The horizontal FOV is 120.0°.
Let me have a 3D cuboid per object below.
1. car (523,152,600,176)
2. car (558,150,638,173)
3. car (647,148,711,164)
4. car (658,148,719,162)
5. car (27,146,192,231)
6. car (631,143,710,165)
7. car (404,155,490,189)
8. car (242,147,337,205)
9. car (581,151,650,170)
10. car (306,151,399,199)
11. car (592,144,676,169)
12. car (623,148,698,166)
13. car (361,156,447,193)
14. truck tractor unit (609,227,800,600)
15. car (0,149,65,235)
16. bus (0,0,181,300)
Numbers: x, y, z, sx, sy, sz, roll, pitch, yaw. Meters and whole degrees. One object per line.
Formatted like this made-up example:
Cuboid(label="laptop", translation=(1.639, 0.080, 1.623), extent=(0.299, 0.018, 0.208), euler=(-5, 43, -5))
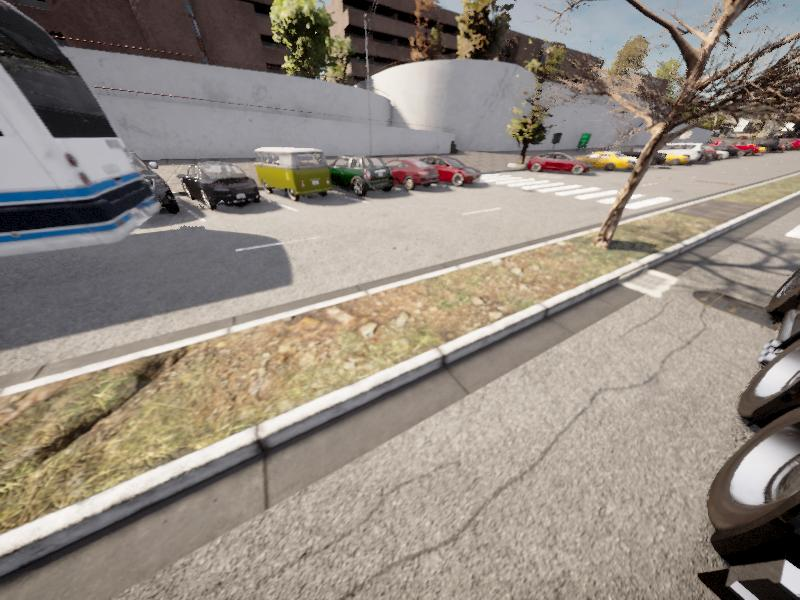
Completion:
Cuboid(label="car", translation=(13.304, -11.425, 19.278), extent=(4.792, 1.488, 2.163), euler=(26, 42, 33))
Cuboid(label="car", translation=(18.412, -13.147, 21.741), extent=(5.366, 1.575, 1.946), euler=(26, 43, 33))
Cuboid(label="car", translation=(34.355, -18.004, 28.735), extent=(4.792, 1.488, 2.163), euler=(26, 43, 33))
Cuboid(label="car", translation=(37.023, -18.825, 29.902), extent=(4.674, 1.452, 2.002), euler=(26, 42, 33))
Cuboid(label="car", translation=(-10.356, -4.396, 8.477), extent=(5.566, 2.045, 2.435), euler=(26, 42, 33))
Cuboid(label="car", translation=(31.719, -17.403, 27.408), extent=(5.566, 2.045, 2.435), euler=(26, 43, 33))
Cuboid(label="car", translation=(2.760, -8.189, 14.534), extent=(4.792, 1.488, 2.163), euler=(26, 42, 33))
Cuboid(label="car", translation=(-5.231, -6.033, 10.922), extent=(4.442, 1.987, 1.878), euler=(26, 42, 33))
Cuboid(label="car", translation=(21.191, -13.863, 22.855), extent=(4.674, 1.452, 2.002), euler=(26, 42, 33))
Cuboid(label="car", translation=(-2.499, -6.701, 12.077), extent=(4.553, 1.767, 2.185), euler=(26, 42, 33))
Cuboid(label="car", translation=(23.856, -14.907, 23.858), extent=(5.566, 2.045, 2.435), euler=(26, 42, 33))
Cuboid(label="car", translation=(29.244, -16.292, 26.262), extent=(5.366, 1.575, 1.946), euler=(26, 42, 33))
Cuboid(label="car", translation=(0.099, -7.377, 13.363), extent=(4.674, 1.452, 2.002), euler=(26, 42, 33))
Cuboid(label="truck tractor unit", translation=(5.033, -0.378, 0.850), extent=(6.516, 4.208, 3.053), euler=(-22, 40, -27))
Cuboid(label="car", translation=(-12.909, -3.538, 7.264), extent=(4.442, 1.987, 1.878), euler=(26, 42, 33))
Cuboid(label="bus", translation=(-10.689, -1.848, 2.853), extent=(10.273, 4.253, 3.944), euler=(-17, 38, -23))
